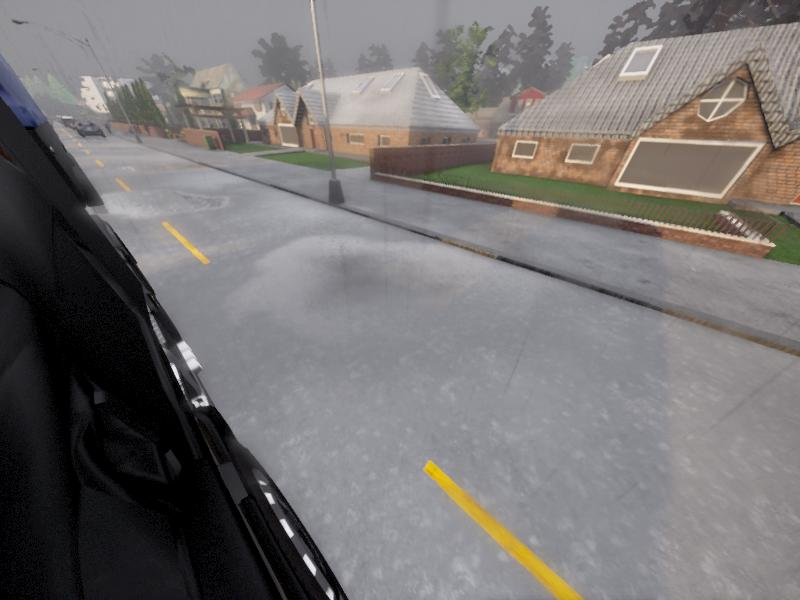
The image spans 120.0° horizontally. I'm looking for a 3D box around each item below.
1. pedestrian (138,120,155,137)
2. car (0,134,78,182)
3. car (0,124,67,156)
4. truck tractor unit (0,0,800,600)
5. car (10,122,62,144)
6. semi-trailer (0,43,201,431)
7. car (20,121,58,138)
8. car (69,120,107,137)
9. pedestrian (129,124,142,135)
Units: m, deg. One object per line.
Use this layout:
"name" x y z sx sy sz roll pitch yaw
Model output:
"pedestrian" -34.288 -23.157 31.261 0.751 1.860 0.751 25 42 28
"car" -16.535 -6.438 10.266 4.181 1.385 1.994 28 43 30
"car" -25.420 -11.171 16.048 4.514 1.525 2.007 28 43 30
"truck tractor unit" -2.645 -0.295 0.351 6.516 4.208 3.053 28 44 30
"car" -34.517 -15.952 22.016 4.514 1.525 2.007 28 44 30
"semi-trailer" -8.704 -3.578 4.256 14.254 4.402 2.717 28 44 30
"car" -41.753 -19.732 26.777 4.193 1.474 1.816 28 43 30
"car" -41.612 -22.843 30.820 4.611 1.667 2.242 28 43 30
"pedestrian" -41.425 -26.768 36.225 0.751 1.300 0.751 28 44 30
